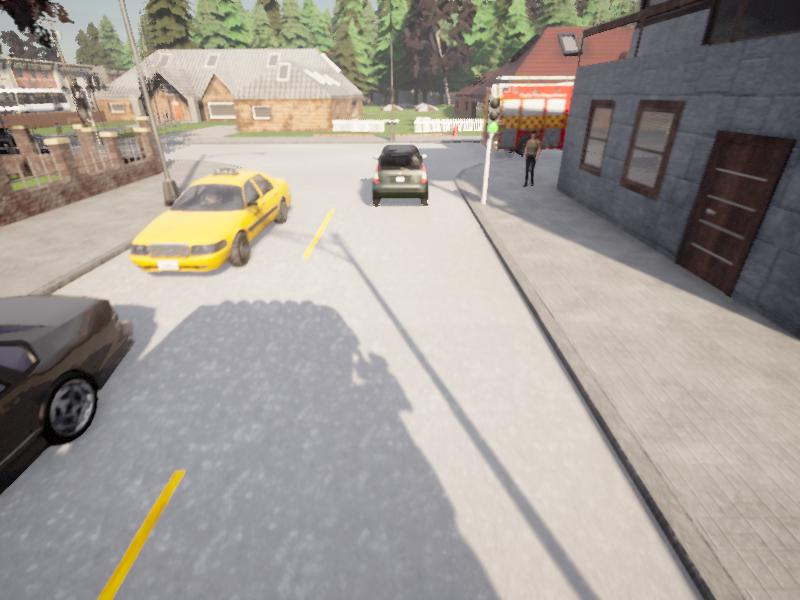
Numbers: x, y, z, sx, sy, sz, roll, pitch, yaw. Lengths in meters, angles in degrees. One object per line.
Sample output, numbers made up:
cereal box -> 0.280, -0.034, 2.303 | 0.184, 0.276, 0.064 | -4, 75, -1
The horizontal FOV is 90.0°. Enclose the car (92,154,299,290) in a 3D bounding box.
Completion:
car -> -3.909, -2.112, 9.031 | 1.801, 1.575, 5.366 | 0, 27, 1

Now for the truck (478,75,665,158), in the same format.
truck -> 8.996, -10.079, 21.915 | 8.468, 3.827, 2.891 | -3, 27, -6

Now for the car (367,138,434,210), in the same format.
car -> -0.001, -4.296, 13.202 | 1.851, 1.617, 3.988 | 0, 27, 0

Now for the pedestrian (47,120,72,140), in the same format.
pedestrian -> -25.239, -12.587, 29.638 | 0.751, 1.300, 0.751 | 6, 28, 12

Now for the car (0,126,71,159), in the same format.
car -> -21.009, -8.741, 22.152 | 3.633, 1.501, 1.845 | 0, 27, 0

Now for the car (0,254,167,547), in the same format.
car -> -4.044, 1.338, 2.533 | 2.033, 1.411, 5.357 | -1, 27, 0

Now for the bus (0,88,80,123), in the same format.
bus -> -53.093, -28.427, 58.242 | 3.944, 4.253, 10.273 | 0, 27, 0

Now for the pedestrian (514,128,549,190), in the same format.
pedestrian -> 4.445, -4.791, 13.540 | 0.751, 1.860, 0.751 | 14, 30, 25
